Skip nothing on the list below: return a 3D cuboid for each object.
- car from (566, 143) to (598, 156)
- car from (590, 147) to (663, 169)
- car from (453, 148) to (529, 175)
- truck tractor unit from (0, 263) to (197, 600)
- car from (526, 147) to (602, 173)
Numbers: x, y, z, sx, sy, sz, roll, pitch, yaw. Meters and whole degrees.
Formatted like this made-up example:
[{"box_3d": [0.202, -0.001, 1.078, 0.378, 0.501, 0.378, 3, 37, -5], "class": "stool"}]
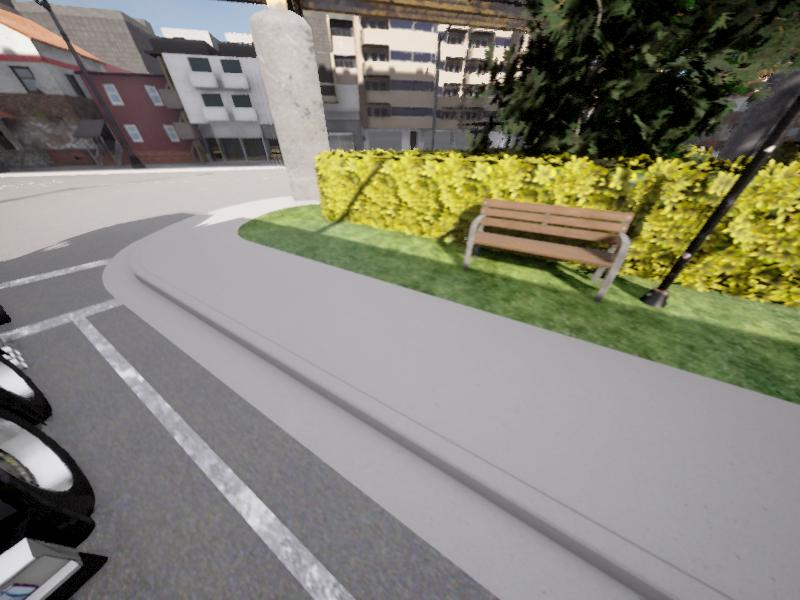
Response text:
[{"box_3d": [29.437, -24.570, 37.633, 2.038, 1.542, 4.974, 6, 35, 9], "class": "car"}, {"box_3d": [20.800, -13.138, 21.342, 4.974, 1.542, 2.038, -9, 36, -12], "class": "car"}, {"box_3d": [7.136, -11.090, 18.441, 5.238, 1.638, 1.930, -9, 36, -12], "class": "car"}, {"box_3d": [-5.112, -0.298, 0.786, 6.516, 4.208, 3.053, 18, 39, 24], "class": "truck tractor unit"}, {"box_3d": [13.942, -12.111, 19.856, 5.027, 1.651, 2.152, -9, 36, -12], "class": "car"}]
